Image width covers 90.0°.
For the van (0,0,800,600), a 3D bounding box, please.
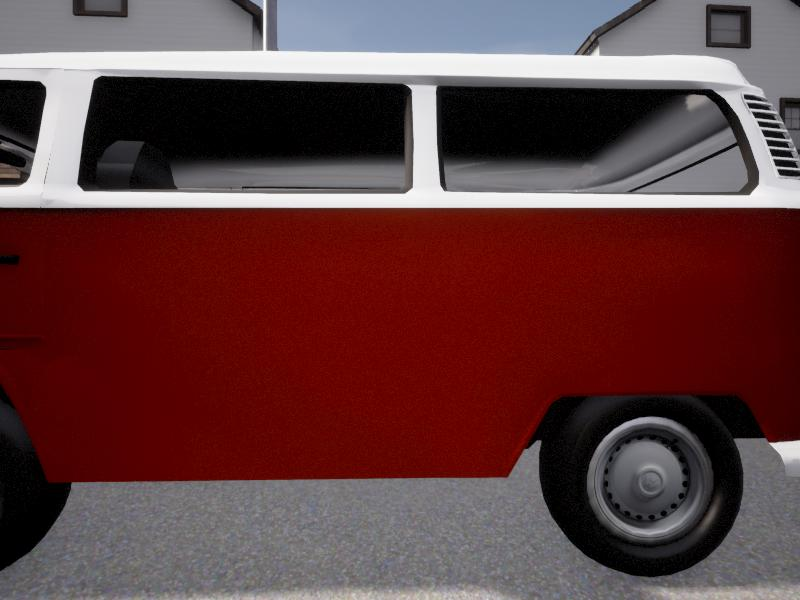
[{"bbox_3d":[-0.423,-0.028,2.192,4.480,2.038,2.069,0,0,-2],"label":"van"}]
